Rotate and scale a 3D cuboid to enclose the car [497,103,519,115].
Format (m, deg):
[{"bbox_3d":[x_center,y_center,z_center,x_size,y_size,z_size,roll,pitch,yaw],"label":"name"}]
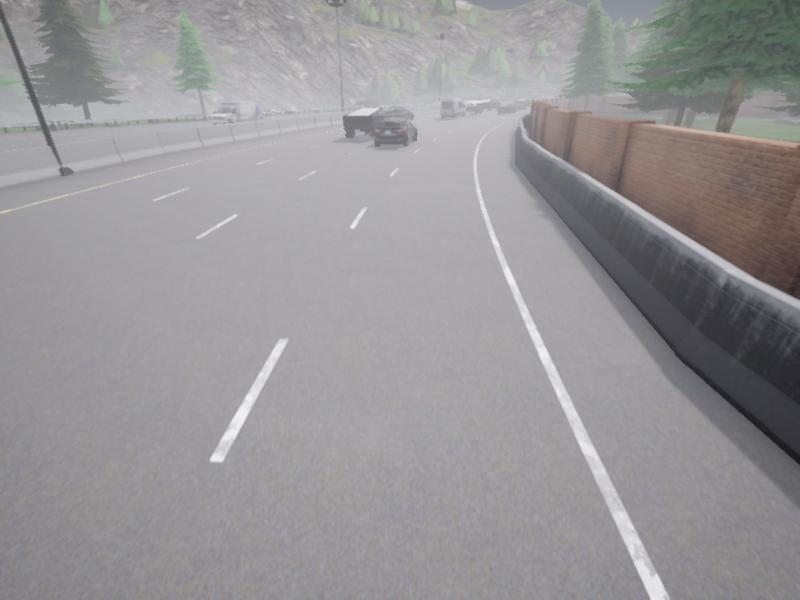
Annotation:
[{"bbox_3d":[17.962,-31.729,66.410,1.882,1.535,5.008,16,31,29],"label":"car"}]

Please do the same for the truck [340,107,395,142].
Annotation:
[{"bbox_3d":[-2.325,-13.886,31.322,2.390,2.098,6.274,6,28,13],"label":"truck"}]

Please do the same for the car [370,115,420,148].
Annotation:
[{"bbox_3d":[-0.205,-11.429,26.990,2.242,1.667,4.611,6,28,12],"label":"car"}]

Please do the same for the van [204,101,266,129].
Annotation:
[{"bbox_3d":[-17.089,-19.491,41.985,2.351,2.431,6.366,8,28,15],"label":"van"}]

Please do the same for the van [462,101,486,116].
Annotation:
[{"bbox_3d":[11.663,-30.150,62.857,2.069,2.038,4.480,14,31,26],"label":"van"}]

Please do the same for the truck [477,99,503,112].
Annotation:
[{"bbox_3d":[17.333,-37.400,76.815,2.390,2.098,6.274,18,33,32],"label":"truck"}]

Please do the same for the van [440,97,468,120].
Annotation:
[{"bbox_3d":[7.478,-26.556,55.365,1.988,2.561,5.915,12,30,22],"label":"van"}]

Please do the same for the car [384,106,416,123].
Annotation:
[{"bbox_3d":[0.058,-22.603,48.699,2.242,1.667,4.611,10,29,20],"label":"car"}]

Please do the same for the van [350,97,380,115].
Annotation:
[{"bbox_3d":[-5.778,-32.388,66.767,1.988,2.561,5.915,13,30,24],"label":"van"}]

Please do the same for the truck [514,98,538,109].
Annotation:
[{"bbox_3d":[27.970,-43.651,88.861,2.390,2.098,6.274,22,35,36],"label":"truck"}]
